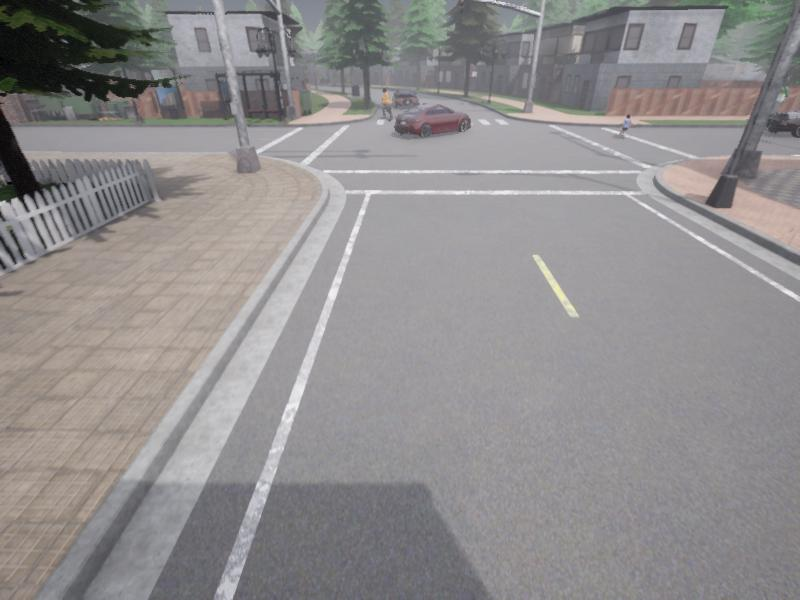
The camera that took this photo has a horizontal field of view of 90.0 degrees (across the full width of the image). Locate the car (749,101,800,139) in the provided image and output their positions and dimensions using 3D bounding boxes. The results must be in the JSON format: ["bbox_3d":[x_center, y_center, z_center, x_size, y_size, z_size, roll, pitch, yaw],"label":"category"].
[{"bbox_3d":[20.451,-8.613,19.091,5.357,1.411,2.033,2,30,3],"label":"car"}]

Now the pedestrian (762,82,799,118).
[{"bbox_3d":[22.933,-12.051,24.131,0.751,1.860,0.751,2,30,4],"label":"pedestrian"}]

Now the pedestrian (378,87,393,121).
[{"bbox_3d":[-0.892,-12.358,25.218,0.751,1.860,0.751,-9,31,-15],"label":"pedestrian"}]

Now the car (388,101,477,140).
[{"bbox_3d":[1.682,-9.212,20.368,4.181,1.385,1.994,-23,37,-33],"label":"car"}]

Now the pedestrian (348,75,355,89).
[{"bbox_3d":[-7.605,-34.146,62.593,0.751,1.860,0.751,-22,36,-32],"label":"pedestrian"}]

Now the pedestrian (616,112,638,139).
[{"bbox_3d":[10.524,-8.096,18.574,0.500,1.100,0.500,1,30,2],"label":"pedestrian"}]

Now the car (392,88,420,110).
[{"bbox_3d":[0.450,-16.774,33.296,1.994,1.385,4.181,-3,30,-4],"label":"car"}]
